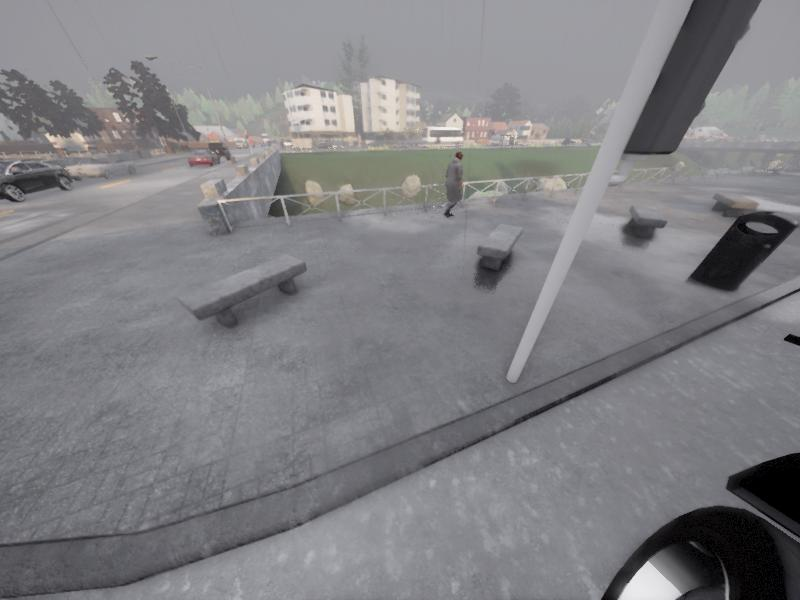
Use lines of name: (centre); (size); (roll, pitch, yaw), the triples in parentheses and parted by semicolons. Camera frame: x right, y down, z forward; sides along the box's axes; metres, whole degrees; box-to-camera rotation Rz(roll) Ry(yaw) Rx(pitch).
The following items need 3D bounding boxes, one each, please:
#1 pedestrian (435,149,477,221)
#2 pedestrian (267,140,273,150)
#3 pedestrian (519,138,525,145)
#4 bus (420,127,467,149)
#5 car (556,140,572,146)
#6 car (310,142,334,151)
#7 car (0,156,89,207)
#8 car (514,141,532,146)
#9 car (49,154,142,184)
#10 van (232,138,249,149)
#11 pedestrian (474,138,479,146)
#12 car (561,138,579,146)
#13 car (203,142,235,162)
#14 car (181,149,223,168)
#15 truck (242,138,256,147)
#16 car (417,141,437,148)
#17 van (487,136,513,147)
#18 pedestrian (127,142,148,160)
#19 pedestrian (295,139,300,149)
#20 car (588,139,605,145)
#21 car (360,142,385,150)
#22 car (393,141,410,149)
pedestrian: (1.657, -3.536, 7.126); (0.751, 1.860, 0.751); (-14, 37, -19)
pedestrian: (-29.205, -34.875, 51.915); (0.751, 1.860, 0.751); (-11, 36, -15)
pedestrian: (39.017, -50.728, 73.922); (0.751, 1.860, 0.751); (-13, 37, -17)
bus: (10.504, -39.578, 56.439); (10.273, 4.253, 3.944); (-13, 37, -17)
car: (52.593, -50.342, 73.893); (3.806, 1.475, 1.970); (-13, 37, -17)
car: (-17.435, -34.475, 51.808); (4.892, 1.490, 1.837); (-12, 37, -17)
car: (-18.088, -5.593, 10.716); (2.128, 1.511, 4.902); (-12, 37, -16)
car: (36.649, -46.693, 68.906); (4.718, 1.301, 1.895); (-13, 37, -17)
car: (-20.701, -9.215, 16.076); (1.895, 1.301, 4.718); (-13, 37, -17)
van: (-42.536, -41.940, 61.820); (2.351, 2.431, 6.366); (-13, 37, -17)
pedestrian: (22.684, -46.889, 68.595); (0.751, 1.860, 0.751); (-26, 42, -31)
car: (51.429, -47.806, 69.880); (3.866, 1.878, 1.905); (-13, 37, -17)
car: (-22.659, -18.711, 29.082); (1.905, 1.878, 3.866); (-13, 37, -17)
car: (-19.927, -14.468, 23.479); (1.994, 1.385, 4.181); (-13, 37, -17)
truck: (-48.420, -50.655, 74.226); (2.627, 2.467, 5.204); (-13, 37, -17)
car: (6.972, -40.041, 59.525); (4.892, 1.490, 1.837); (-13, 37, -17)
van: (28.580, -45.328, 66.048); (6.366, 2.431, 2.351); (-13, 37, -17)
pedestrian: (-32.142, -18.284, 28.356); (0.751, 1.860, 0.751); (-10, 36, -13)
pedestrian: (-24.259, -37.008, 54.722); (0.751, 1.860, 0.751); (-13, 37, -17)
car: (62.552, -50.172, 73.488); (4.193, 1.474, 1.816); (-13, 37, -17)
car: (-6.604, -36.924, 55.288); (5.357, 1.411, 2.033); (-13, 37, -17)
car: (0.280, -38.518, 57.428); (3.806, 1.475, 1.970); (-13, 37, -17)
